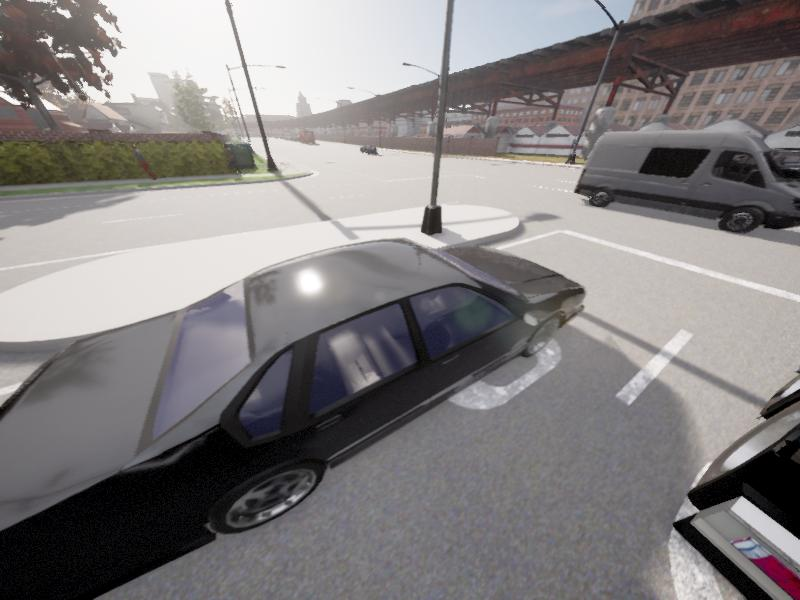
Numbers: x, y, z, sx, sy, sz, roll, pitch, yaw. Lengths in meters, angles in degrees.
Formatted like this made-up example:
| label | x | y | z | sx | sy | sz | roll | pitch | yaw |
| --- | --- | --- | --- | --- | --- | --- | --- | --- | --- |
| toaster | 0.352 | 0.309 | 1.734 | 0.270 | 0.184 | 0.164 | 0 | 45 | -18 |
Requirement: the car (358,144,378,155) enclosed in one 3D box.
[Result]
| label | x | y | z | sx | sy | sz | roll | pitch | yaw |
| --- | --- | --- | --- | --- | --- | --- | --- | --- | --- |
| car | -5.657 | -26.798 | 41.049 | 1.970 | 1.475 | 3.806 | -18 | 39 | -25 |

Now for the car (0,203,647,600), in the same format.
| label | x | y | z | sx | sy | sz | roll | pitch | yaw |
| --- | --- | --- | --- | --- | --- | --- | --- | --- | --- |
| car | -0.130 | 0.188 | 2.506 | 5.357 | 1.411 | 2.033 | -19 | 39 | -25 |

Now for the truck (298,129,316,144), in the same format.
| label | x | y | z | sx | sy | sz | roll | pitch | yaw |
| --- | --- | --- | --- | --- | --- | --- | --- | --- | --- |
| truck | -29.377 | -51.516 | 72.689 | 2.891 | 3.827 | 8.468 | -18 | 40 | -25 |

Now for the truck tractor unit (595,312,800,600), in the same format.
| label | x | y | z | sx | sy | sz | roll | pitch | yaw |
| --- | --- | --- | --- | --- | --- | --- | --- | --- | --- |
| truck tractor unit | 5.186 | -0.218 | 0.658 | 6.516 | 4.208 | 3.053 | -15 | 38 | -20 |

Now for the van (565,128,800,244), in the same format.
| label | x | y | z | sx | sy | sz | roll | pitch | yaw |
| --- | --- | --- | --- | --- | --- | --- | --- | --- | --- |
| van | 9.850 | -4.313 | 8.050 | 1.988 | 2.561 | 5.915 | -18 | 39 | -25 |

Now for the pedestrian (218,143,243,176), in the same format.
| label | x | y | z | sx | sy | sz | roll | pitch | yaw |
| --- | --- | --- | --- | --- | --- | --- | --- | --- | --- |
| pedestrian | -11.328 | -9.405 | 15.468 | 0.751 | 1.860 | 0.751 | -20 | 40 | -26 |

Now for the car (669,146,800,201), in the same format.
| label | x | y | z | sx | sy | sz | roll | pitch | yaw |
| --- | --- | --- | --- | --- | --- | --- | --- | --- | --- |
| car | 18.778 | -6.711 | 12.000 | 2.150 | 2.045 | 5.566 | -16 | 38 | -22 |

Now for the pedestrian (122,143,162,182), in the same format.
| label | x | y | z | sx | sy | sz | roll | pitch | yaw |
| --- | --- | --- | --- | --- | --- | --- | --- | --- | --- |
| pedestrian | -14.815 | -7.950 | 13.348 | 0.751 | 1.860 | 0.751 | -21 | 40 | -27 |
